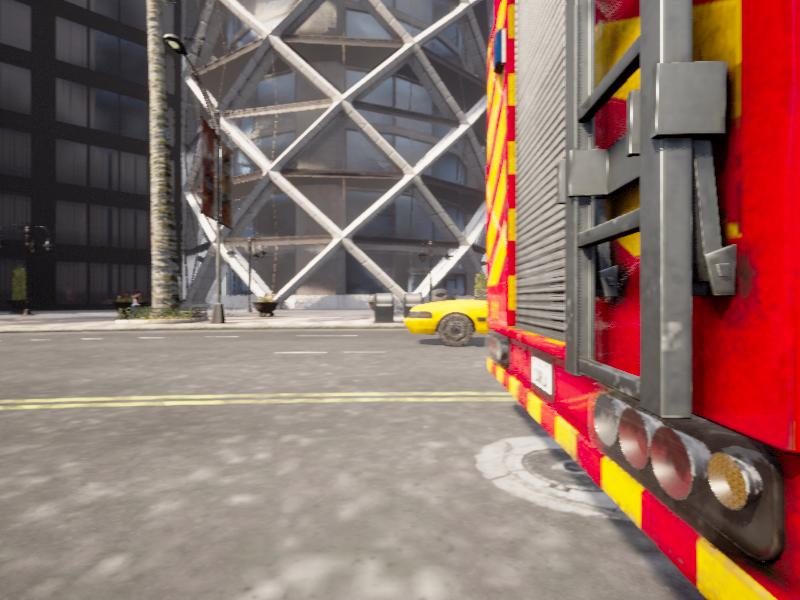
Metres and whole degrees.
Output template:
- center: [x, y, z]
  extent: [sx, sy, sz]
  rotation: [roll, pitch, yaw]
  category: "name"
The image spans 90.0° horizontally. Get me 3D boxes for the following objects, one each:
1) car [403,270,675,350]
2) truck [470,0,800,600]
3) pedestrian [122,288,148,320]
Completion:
- center: [2.790, 0.194, 8.955]
  extent: [5.366, 1.575, 1.801]
  rotation: [0, 0, 4]
  category: "car"
- center: [4.755, -0.924, 1.797]
  extent: [8.468, 3.827, 2.891]
  rotation: [0, 0, 3]
  category: "truck"
- center: [-10.812, 0.157, 16.363]
  extent: [0.751, 1.300, 0.751]
  rotation: [0, 0, -22]
  category: "pedestrian"
